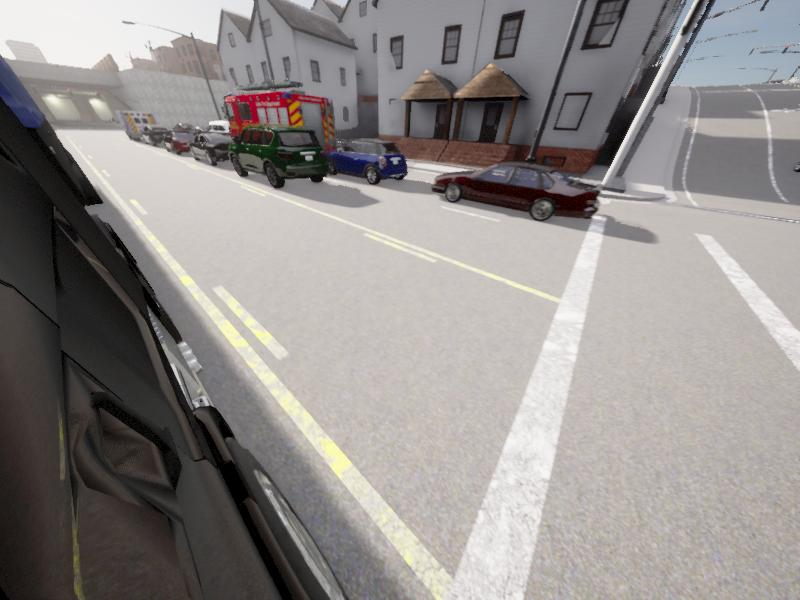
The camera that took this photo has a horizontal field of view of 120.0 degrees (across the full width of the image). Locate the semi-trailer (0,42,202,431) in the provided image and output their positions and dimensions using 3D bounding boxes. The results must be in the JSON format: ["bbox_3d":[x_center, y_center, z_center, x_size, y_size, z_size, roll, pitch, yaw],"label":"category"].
[{"bbox_3d":[-8.698,-3.607,4.224,14.254,4.402,2.717,28,44,30],"label":"semi-trailer"}]

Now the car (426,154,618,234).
[{"bbox_3d":[3.799,-3.932,7.980,5.357,1.411,2.033,26,43,28],"label":"car"}]

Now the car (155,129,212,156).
[{"bbox_3d":[-16.214,-11.831,17.298,4.181,1.385,1.994,29,44,31],"label":"car"}]

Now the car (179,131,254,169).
[{"bbox_3d":[-11.144,-9.192,13.983,4.892,1.490,1.837,28,44,30],"label":"car"}]

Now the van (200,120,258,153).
[{"bbox_3d":[-14.565,-13.979,19.712,4.480,2.038,2.069,28,44,30],"label":"van"}]

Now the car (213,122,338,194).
[{"bbox_3d":[-5.497,-6.406,10.151,5.566,2.045,2.150,28,44,30],"label":"car"}]

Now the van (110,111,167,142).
[{"bbox_3d":[-27.867,-18.507,24.605,6.366,2.431,2.351,28,44,30],"label":"van"}]

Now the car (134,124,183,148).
[{"bbox_3d":[-21.995,-14.985,21.045,4.892,1.490,1.837,28,44,30],"label":"car"}]

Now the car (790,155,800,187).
[{"bbox_3d":[21.688,-6.390,11.196,1.882,1.535,5.008,27,59,29],"label":"car"}]

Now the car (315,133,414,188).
[{"bbox_3d":[-1.818,-7.075,11.489,4.553,1.767,2.097,28,44,30],"label":"car"}]

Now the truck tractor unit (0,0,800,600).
[{"bbox_3d":[-2.645,-0.295,0.351,6.516,4.208,3.053,28,44,30],"label":"truck tractor unit"}]

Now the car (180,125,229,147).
[{"bbox_3d":[-19.499,-16.392,23.070,4.902,1.511,2.128,28,44,30],"label":"car"}]

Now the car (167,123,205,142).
[{"bbox_3d":[-24.230,-18.965,26.132,3.988,1.617,1.851,28,44,30],"label":"car"}]

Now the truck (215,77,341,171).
[{"bbox_3d":[-7.853,-11.133,14.839,8.468,3.827,2.891,28,44,30],"label":"truck"}]
